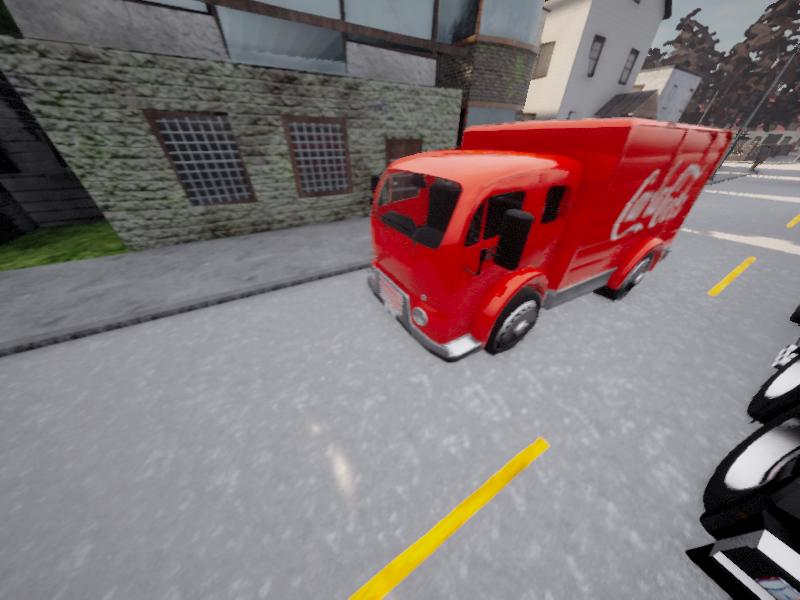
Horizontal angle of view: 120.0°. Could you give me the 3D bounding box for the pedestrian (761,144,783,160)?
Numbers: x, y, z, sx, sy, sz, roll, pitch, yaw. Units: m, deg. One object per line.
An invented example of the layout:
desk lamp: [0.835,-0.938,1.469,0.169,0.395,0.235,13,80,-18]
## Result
pedestrian: [52.556,-20.928,32.663,0.751,1.860,0.751,-19,39,-26]

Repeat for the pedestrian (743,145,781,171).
pedestrian: [31.526,-12.377,20.169,0.751,1.860,0.751,-3,35,-5]

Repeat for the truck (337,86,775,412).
truck: [2.131,-1.257,3.664,5.204,2.467,2.627,-18,39,-24]

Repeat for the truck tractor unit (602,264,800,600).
truck tractor unit: [5.109,-0.302,0.781,6.516,4.208,3.053,-18,39,-24]
